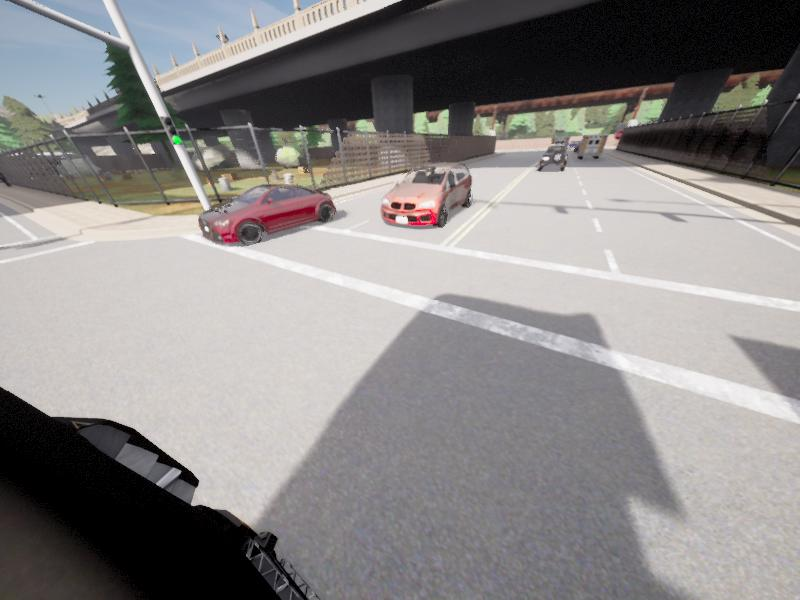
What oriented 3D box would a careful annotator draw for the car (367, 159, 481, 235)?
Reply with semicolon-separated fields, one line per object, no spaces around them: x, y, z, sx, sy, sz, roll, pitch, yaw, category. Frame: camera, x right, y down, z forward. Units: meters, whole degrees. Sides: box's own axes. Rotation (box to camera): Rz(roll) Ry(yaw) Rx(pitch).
1.158;-4.052;8.522;2.242;1.667;4.611;16;38;26;car

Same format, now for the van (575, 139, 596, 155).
28.639;-23.777;35.866;1.775;1.987;4.442;16;38;26;van

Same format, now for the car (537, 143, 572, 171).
13.487;-12.527;20.166;1.932;1.855;4.605;16;38;26;car

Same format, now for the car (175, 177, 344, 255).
-4.242;-3.066;7.712;1.994;1.385;4.181;21;40;32;car

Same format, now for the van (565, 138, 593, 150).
40.639;-35.484;52.590;4.442;1.987;1.775;7;35;14;van

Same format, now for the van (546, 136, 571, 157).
24.701;-23.924;35.990;2.351;2.431;6.366;16;38;26;van

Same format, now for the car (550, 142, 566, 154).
28.481;-27.325;41.568;1.851;1.617;3.988;16;38;26;car

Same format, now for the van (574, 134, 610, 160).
24.037;-19.387;29.203;2.351;2.431;6.366;16;38;26;van

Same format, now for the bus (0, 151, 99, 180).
-70.820;-27.526;47.062;3.944;4.253;10.273;16;38;26;bus
